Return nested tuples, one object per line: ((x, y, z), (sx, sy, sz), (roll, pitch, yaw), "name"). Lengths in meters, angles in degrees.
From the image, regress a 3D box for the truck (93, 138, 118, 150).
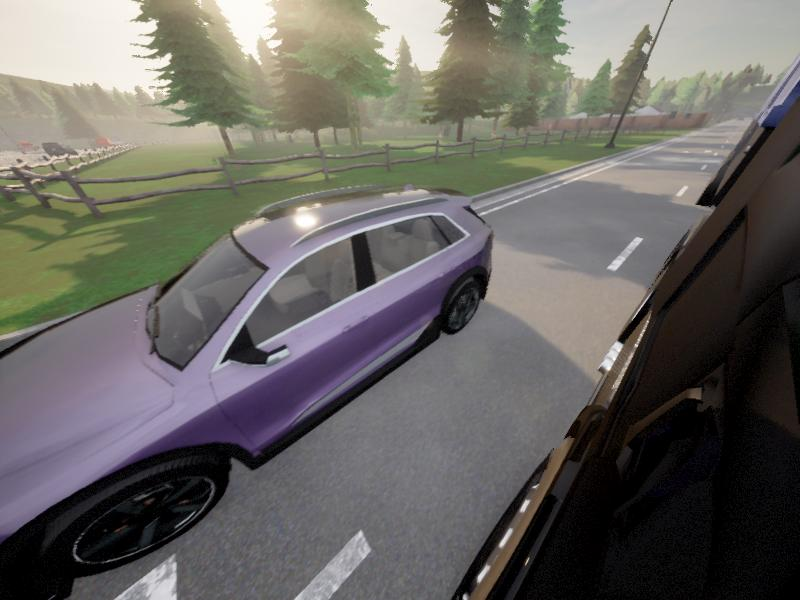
((-79.671, -42.311, 62.513), (2.627, 2.467, 5.204), (-26, 43, -28), "truck")

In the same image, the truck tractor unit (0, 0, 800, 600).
((2.645, -0.295, 0.352), (6.516, 4.208, 3.053), (-28, 44, -30), "truck tractor unit")

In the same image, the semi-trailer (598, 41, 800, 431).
((8.703, -3.585, 4.248), (14.254, 4.402, 2.717), (-28, 44, -30), "semi-trailer")

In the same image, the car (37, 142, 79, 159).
((-54.823, -24.120, 37.171), (2.150, 2.045, 5.566), (-27, 43, -29), "car")

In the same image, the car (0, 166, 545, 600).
((-0.897, -0.104, 2.438), (4.856, 1.649, 2.033), (-28, 44, -30), "car")
